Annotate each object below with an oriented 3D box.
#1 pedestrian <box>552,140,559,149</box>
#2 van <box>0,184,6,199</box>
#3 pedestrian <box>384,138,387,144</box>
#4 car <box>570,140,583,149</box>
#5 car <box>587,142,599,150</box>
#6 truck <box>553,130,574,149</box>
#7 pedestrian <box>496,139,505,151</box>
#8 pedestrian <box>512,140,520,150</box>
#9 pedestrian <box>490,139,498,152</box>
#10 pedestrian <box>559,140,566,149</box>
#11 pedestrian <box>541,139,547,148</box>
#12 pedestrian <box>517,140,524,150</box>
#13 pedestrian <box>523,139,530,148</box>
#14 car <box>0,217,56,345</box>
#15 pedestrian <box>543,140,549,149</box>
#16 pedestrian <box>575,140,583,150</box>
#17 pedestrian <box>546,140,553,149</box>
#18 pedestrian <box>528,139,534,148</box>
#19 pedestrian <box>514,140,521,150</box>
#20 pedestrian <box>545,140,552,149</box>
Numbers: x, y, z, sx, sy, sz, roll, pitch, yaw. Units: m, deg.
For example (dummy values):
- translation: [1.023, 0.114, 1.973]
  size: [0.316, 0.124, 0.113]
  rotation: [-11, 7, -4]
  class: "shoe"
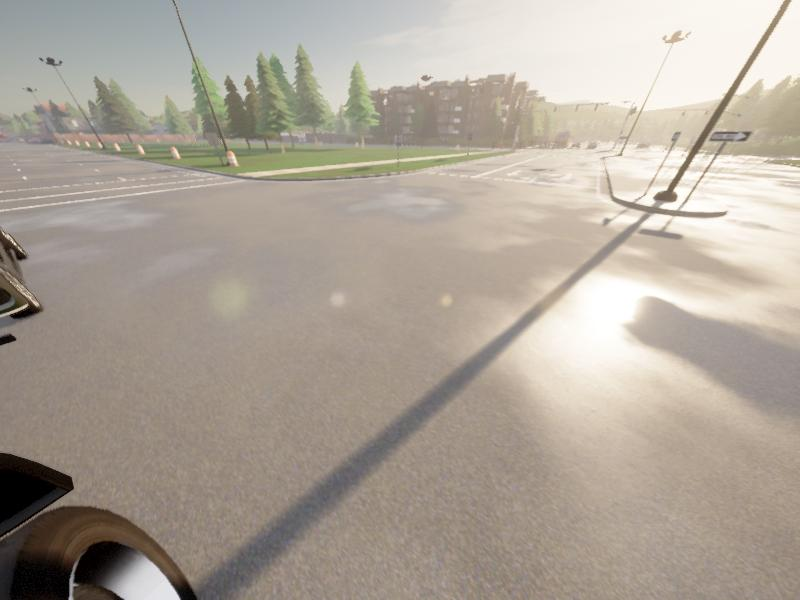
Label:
- translation: [37.817, -37.761, 56.086]
  size: [0.751, 1.860, 0.751]
  rotation: [21, 40, 26]
  class: "pedestrian"
- translation: [-19.280, -5.481, 9.793]
  size: [4.442, 1.987, 1.775]
  rotation: [22, 41, 28]
  class: "van"
- translation: [-4.961, -55.944, 81.245]
  size: [0.751, 1.860, 0.751]
  rotation: [23, 41, 28]
  class: "pedestrian"
- translation: [44.897, -39.565, 58.733]
  size: [1.905, 1.878, 3.866]
  rotation: [22, 41, 28]
  class: "car"
- translation: [47.876, -38.339, 57.339]
  size: [1.837, 1.490, 4.892]
  rotation: [22, 41, 28]
  class: "car"
- translation: [43.727, -42.947, 61.817]
  size: [2.891, 3.827, 8.468]
  rotation: [22, 41, 28]
  class: "truck"
- translation: [18.484, -28.464, 42.484]
  size: [0.751, 1.860, 0.751]
  rotation: [25, 42, 30]
  class: "pedestrian"
- translation: [25.871, -34.606, 51.518]
  size: [0.751, 1.860, 0.751]
  rotation: [26, 43, 32]
  class: "pedestrian"
- translation: [16.333, -26.879, 40.219]
  size: [0.751, 1.860, 0.751]
  rotation: [25, 42, 30]
  class: "pedestrian"
- translation: [39.453, -37.682, 55.987]
  size: [0.751, 1.860, 0.751]
  rotation: [19, 39, 24]
  class: "pedestrian"
- translation: [36.151, -39.282, 57.935]
  size: [0.751, 1.860, 0.751]
  rotation: [21, 40, 27]
  class: "pedestrian"
- translation: [26.771, -34.355, 51.165]
  size: [0.751, 1.860, 0.751]
  rotation: [21, 40, 27]
  class: "pedestrian"
- translation: [31.427, -38.907, 57.394]
  size: [0.751, 1.860, 0.751]
  rotation: [22, 41, 28]
  class: "pedestrian"
- translation: [-7.672, -0.627, 3.323]
  size: [5.027, 1.651, 2.152]
  rotation: [22, 41, 28]
  class: "car"
- translation: [35.921, -38.305, 56.841]
  size: [0.751, 1.860, 0.751]
  rotation: [10, 36, 13]
  class: "pedestrian"
- translation: [41.899, -36.321, 54.078]
  size: [0.751, 1.860, 0.751]
  rotation: [16, 38, 21]
  class: "pedestrian"
- translation: [36.668, -38.201, 56.700]
  size: [0.751, 1.860, 0.751]
  rotation: [25, 42, 31]
  class: "pedestrian"
- translation: [32.902, -39.351, 58.034]
  size: [0.751, 1.860, 0.751]
  rotation: [-28, 44, -34]
  class: "pedestrian"
- translation: [25.684, -33.973, 50.616]
  size: [0.751, 1.860, 0.751]
  rotation: [24, 41, 29]
  class: "pedestrian"
- translation: [36.826, -38.640, 57.324]
  size: [0.751, 1.860, 0.751]
  rotation: [16, 38, 21]
  class: "pedestrian"
